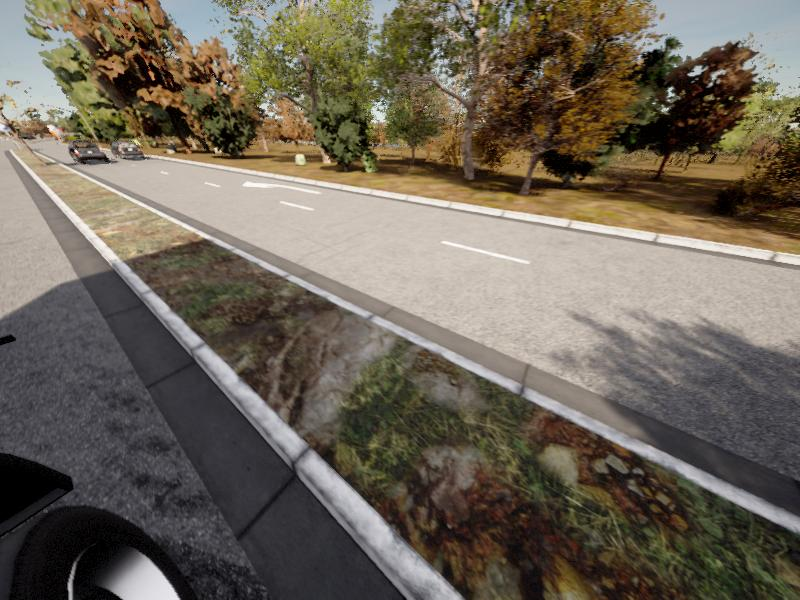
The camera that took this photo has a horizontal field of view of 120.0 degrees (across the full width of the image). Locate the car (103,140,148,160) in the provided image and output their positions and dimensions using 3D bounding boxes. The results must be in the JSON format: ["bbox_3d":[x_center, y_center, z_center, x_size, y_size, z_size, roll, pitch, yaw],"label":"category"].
[{"bbox_3d":[-27.721,-15.175,23.346,3.705,1.549,1.789,22,41,28],"label":"car"}]

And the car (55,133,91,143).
[{"bbox_3d":[-82.904,-41.177,58.625,1.878,1.987,4.442,13,37,16],"label":"car"}]

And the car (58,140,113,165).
[{"bbox_3d":[-27.530,-13.002,20.238,3.988,1.617,1.851,22,41,28],"label":"car"}]
